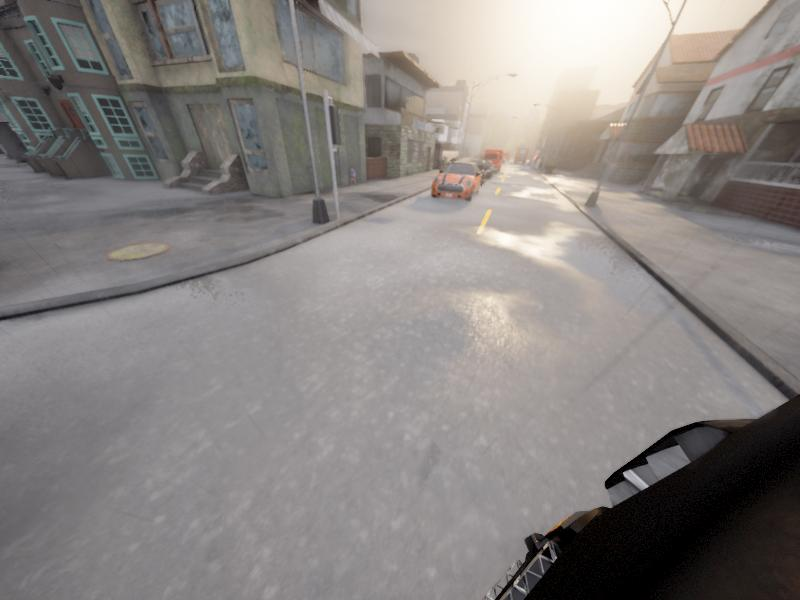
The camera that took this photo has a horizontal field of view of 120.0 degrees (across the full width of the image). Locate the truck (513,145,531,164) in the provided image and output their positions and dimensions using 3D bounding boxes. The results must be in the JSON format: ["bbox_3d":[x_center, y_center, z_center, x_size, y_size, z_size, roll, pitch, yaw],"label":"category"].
[{"bbox_3d":[31.860,-38.087,60.531,2.891,3.827,8.468,15,35,18],"label":"truck"}]

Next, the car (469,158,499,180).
[{"bbox_3d":[8.498,-13.230,23.241,2.038,1.542,4.974,15,35,18],"label":"car"}]

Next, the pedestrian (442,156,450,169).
[{"bbox_3d":[6.016,-18.042,30.298,0.751,1.300,0.751,-3,34,-10],"label":"pedestrian"}]

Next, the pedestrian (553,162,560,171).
[{"bbox_3d":[25.062,-21.443,37.094,0.500,1.100,0.500,14,35,16],"label":"pedestrian"}]

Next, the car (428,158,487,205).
[{"bbox_3d":[3.313,-6.752,12.810,2.097,1.767,4.553,15,35,18],"label":"car"}]

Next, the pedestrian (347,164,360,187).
[{"bbox_3d":[-2.757,-7.378,13.684,0.500,1.100,0.500,16,35,18],"label":"pedestrian"}]

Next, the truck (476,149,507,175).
[{"bbox_3d":[11.524,-17.433,28.971,2.627,2.467,5.204,15,36,18],"label":"truck"}]

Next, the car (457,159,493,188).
[{"bbox_3d":[5.869,-9.926,17.976,1.851,1.617,3.988,15,35,18],"label":"car"}]

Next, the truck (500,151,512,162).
[{"bbox_3d":[32.104,-43.533,70.014,2.627,2.467,5.204,15,35,18],"label":"truck"}]

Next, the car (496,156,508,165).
[{"bbox_3d":[23.213,-31.840,52.630,2.033,1.411,5.357,15,35,18],"label":"car"}]
